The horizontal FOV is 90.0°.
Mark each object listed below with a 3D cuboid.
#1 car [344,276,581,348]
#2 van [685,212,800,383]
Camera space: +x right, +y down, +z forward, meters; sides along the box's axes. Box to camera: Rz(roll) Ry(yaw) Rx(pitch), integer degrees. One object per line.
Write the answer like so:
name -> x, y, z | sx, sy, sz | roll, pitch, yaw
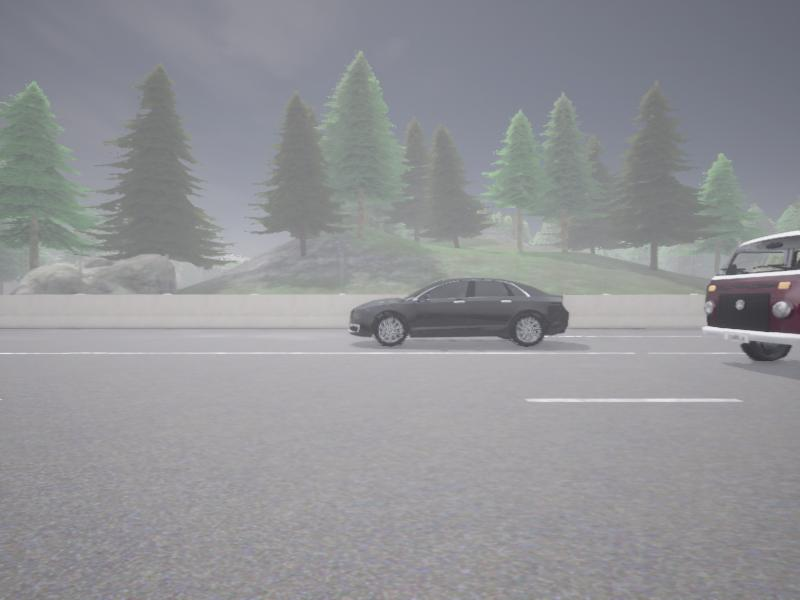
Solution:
car -> 1.287, 0.245, 9.194 | 4.892, 1.490, 1.837 | 0, 0, 0
van -> 7.004, -0.026, 5.648 | 4.480, 2.038, 2.069 | 0, 0, 1
